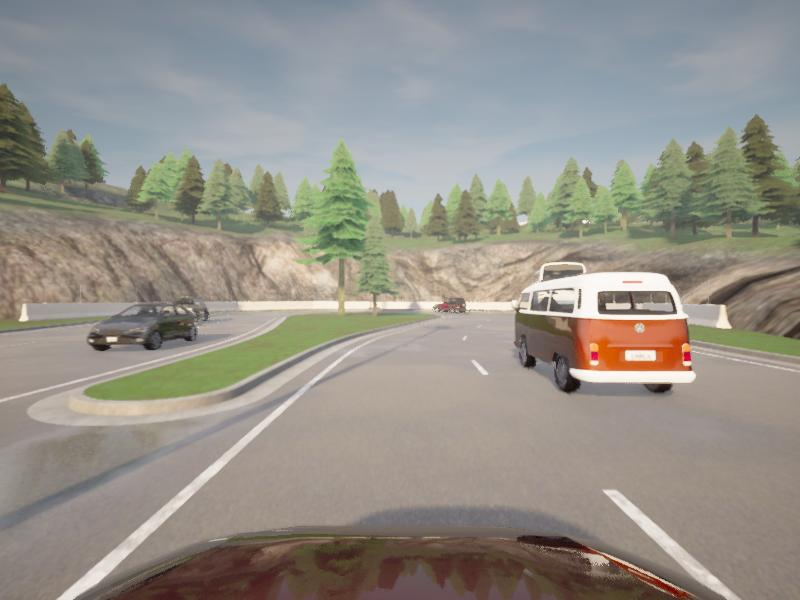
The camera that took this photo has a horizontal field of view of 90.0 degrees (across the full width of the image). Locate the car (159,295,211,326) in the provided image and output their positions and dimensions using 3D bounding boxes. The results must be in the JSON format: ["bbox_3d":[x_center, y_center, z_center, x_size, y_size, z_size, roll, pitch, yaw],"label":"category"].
[{"bbox_3d":[-14.367,0.642,26.980,1.932,1.855,4.605,0,0,-13],"label":"car"}]

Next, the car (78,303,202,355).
[{"bbox_3d":[-8.567,0.849,13.717,1.816,1.474,4.193,0,0,-5],"label":"car"}]

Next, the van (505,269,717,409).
[{"bbox_3d":[3.664,0.568,8.099,2.069,2.038,4.480,0,0,2],"label":"van"}]

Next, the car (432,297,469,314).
[{"bbox_3d":[5.892,0.629,46.975,1.905,1.878,3.866,0,0,-44],"label":"car"}]

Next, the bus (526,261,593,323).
[{"bbox_3d":[12.576,-0.546,32.779,3.944,4.253,10.273,0,0,15],"label":"bus"}]
